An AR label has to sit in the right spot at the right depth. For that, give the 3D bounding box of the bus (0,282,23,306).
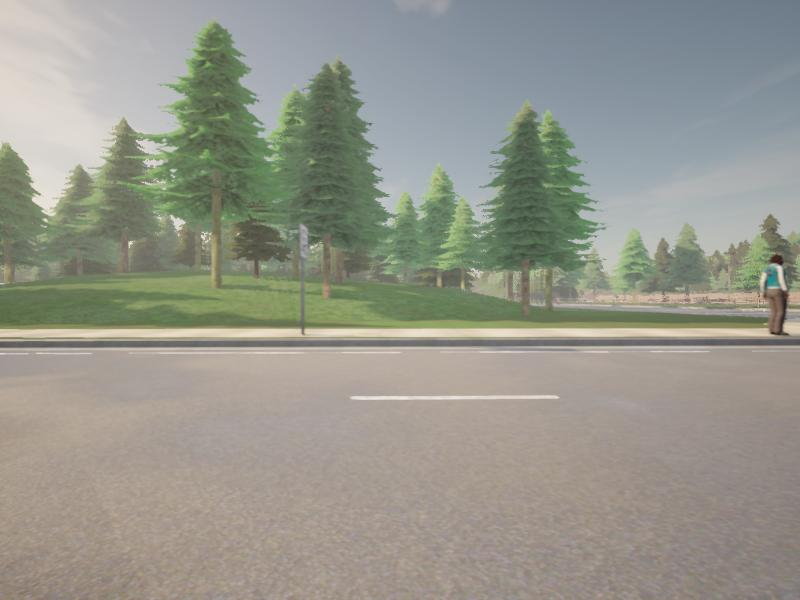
[{"bbox_3d":[-74.378,-1.045,71.787,3.944,4.253,10.273,0,0,0],"label":"bus"}]

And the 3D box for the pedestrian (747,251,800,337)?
[{"bbox_3d":[8.520,-0.138,9.023,0.751,1.860,0.751,0,0,4],"label":"pedestrian"}]
